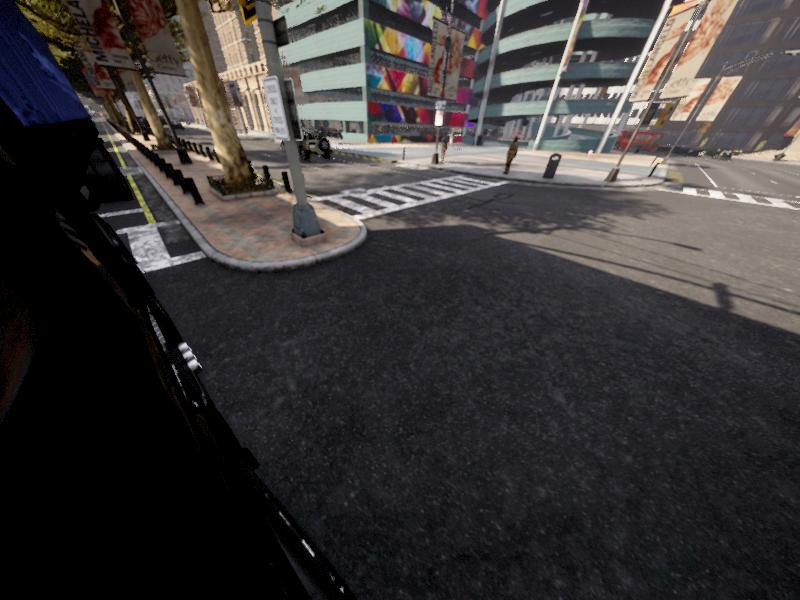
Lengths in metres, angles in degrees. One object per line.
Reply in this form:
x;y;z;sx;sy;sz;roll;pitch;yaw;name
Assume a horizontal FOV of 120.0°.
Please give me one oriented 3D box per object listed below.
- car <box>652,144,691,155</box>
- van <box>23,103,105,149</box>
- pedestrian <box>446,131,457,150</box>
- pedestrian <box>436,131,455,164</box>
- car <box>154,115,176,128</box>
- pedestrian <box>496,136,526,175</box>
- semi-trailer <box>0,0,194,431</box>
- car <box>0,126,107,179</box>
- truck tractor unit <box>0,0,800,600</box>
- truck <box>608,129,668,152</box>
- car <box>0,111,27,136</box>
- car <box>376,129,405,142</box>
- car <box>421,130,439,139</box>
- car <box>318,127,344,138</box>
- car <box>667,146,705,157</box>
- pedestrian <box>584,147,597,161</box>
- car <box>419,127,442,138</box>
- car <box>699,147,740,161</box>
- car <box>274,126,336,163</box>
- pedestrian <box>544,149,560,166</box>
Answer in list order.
55.929;-31.196;47.749;2.128;1.511;4.902;-2;37;-6;car
-25.564;-13.506;17.902;6.366;2.431;2.351;32;46;33;van
6.251;-19.336;27.980;0.751;1.860;0.751;20;40;21;pedestrian
3.185;-10.798;16.407;0.751;1.860;0.751;-21;43;-28;pedestrian
-51.803;-39.386;50.914;5.566;2.045;2.150;32;46;33;car
6.354;-8.275;13.261;0.751;1.860;0.751;-18;42;-26;pedestrian
-8.331;-3.845;4.540;2.717;4.402;14.254;-29;48;-36;semi-trailer
-15.444;-6.811;10.458;4.792;1.488;2.163;32;46;33;car
-2.645;-0.295;0.351;6.516;4.208;3.053;28;44;30;truck tractor unit
51.789;-35.187;50.793;2.891;3.827;8.468;-6;38;-12;truck
-38.961;-16.474;21.413;4.605;1.855;1.932;3;35;0;car
-1.679;-27.779;39.073;4.902;1.511;2.128;32;46;33;car
7.888;-43.648;60.920;4.514;1.523;2.007;32;46;33;car
-12.831;-31.216;42.965;4.786;1.482;2.161;32;46;33;car
52.449;-27.404;42.511;1.994;1.385;4.181;3;37;0;car
19.551;-15.020;23.761;0.500;1.100;0.500;-24;44;-31;pedestrian
7.945;-43.935;60.653;5.566;2.045;2.435;32;46;33;car
51.084;-23.520;37.102;1.789;1.549;3.705;11;37;11;car
-6.873;-11.318;16.702;4.605;1.855;1.932;32;46;33;car
11.881;-11.147;18.090;0.500;1.100;0.500;-16;41;-24;pedestrian
